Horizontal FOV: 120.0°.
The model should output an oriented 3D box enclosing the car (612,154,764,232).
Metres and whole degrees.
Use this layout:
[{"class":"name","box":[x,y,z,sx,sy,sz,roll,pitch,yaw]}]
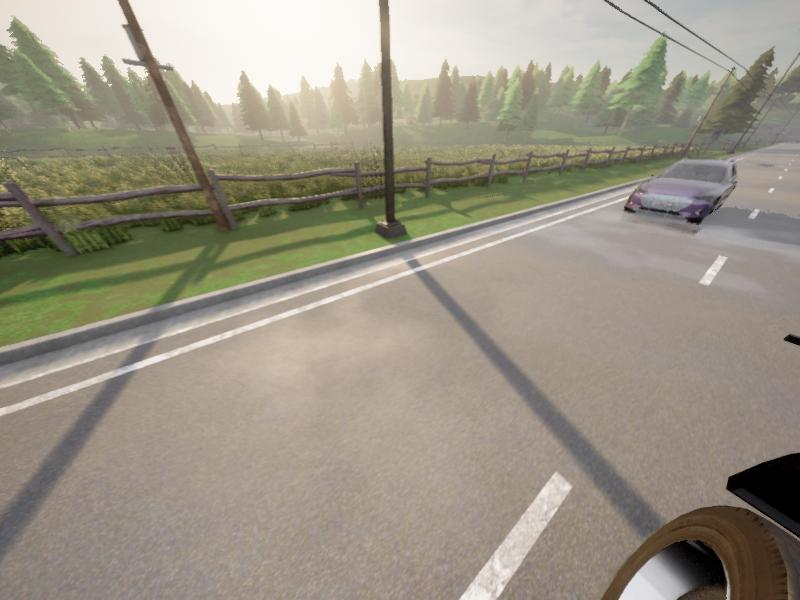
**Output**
[{"class":"car","box":[9.925,-3.912,7.963,4.856,1.649,2.033,-22,41,-28]}]
